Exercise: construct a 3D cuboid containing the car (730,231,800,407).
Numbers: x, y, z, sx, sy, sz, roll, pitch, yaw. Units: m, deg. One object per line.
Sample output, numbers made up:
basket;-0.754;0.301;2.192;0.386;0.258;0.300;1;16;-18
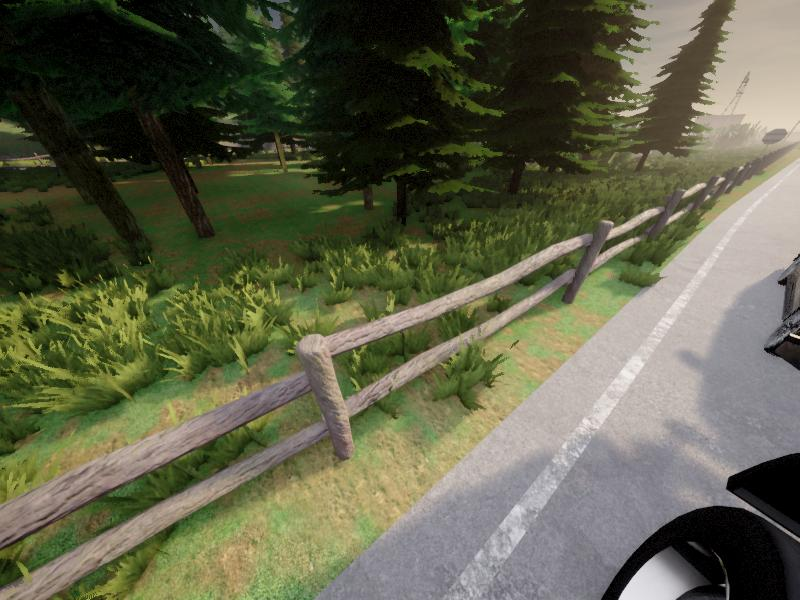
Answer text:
car;6.424;-0.055;2.652;4.902;1.511;2.128;-22;41;-28
